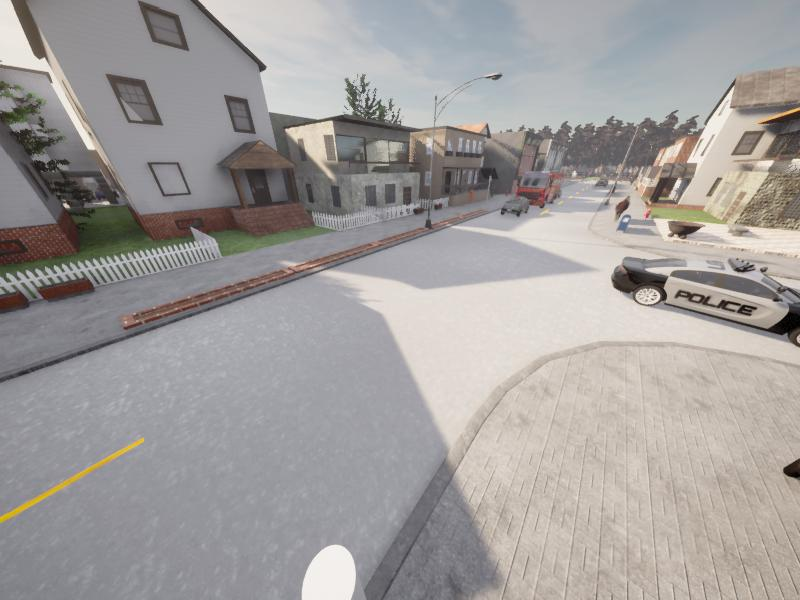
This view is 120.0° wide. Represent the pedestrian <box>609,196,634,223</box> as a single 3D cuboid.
[{"bbox_3d":[17.503,-7.168,18.287,0.751,1.860,0.751,-25,38,-36],"label":"pedestrian"}]

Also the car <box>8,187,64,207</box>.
[{"bbox_3d":[-43.673,-12.532,27.911,2.242,1.667,4.611,-23,37,-34],"label":"car"}]

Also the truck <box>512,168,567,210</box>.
[{"bbox_3d":[16.421,-13.181,27.013,2.891,3.827,8.468,23,37,34],"label":"truck"}]

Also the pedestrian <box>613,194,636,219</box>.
[{"bbox_3d":[19.146,-8.009,19.743,0.751,1.860,0.751,-25,38,-36],"label":"pedestrian"}]

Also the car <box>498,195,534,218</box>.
[{"bbox_3d":[11.108,-9.025,22.085,1.789,1.549,3.705,23,37,34],"label":"car"}]

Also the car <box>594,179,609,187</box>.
[{"bbox_3d":[46.613,-27.043,53.315,2.038,1.542,4.974,23,37,34],"label":"car"}]

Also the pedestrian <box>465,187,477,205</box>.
[{"bbox_3d":[8.190,-11.969,26.619,0.751,1.860,0.751,24,37,35],"label":"pedestrian"}]

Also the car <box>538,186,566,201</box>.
[{"bbox_3d":[21.898,-15.423,33.238,2.163,1.488,4.792,23,37,34],"label":"car"}]

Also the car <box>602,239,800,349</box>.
[{"bbox_3d":[9.794,-0.310,6.902,5.238,1.638,1.930,26,39,38],"label":"car"}]

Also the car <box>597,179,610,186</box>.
[{"bbox_3d":[50.640,-29.373,57.513,1.994,1.385,4.181,23,37,34],"label":"car"}]
